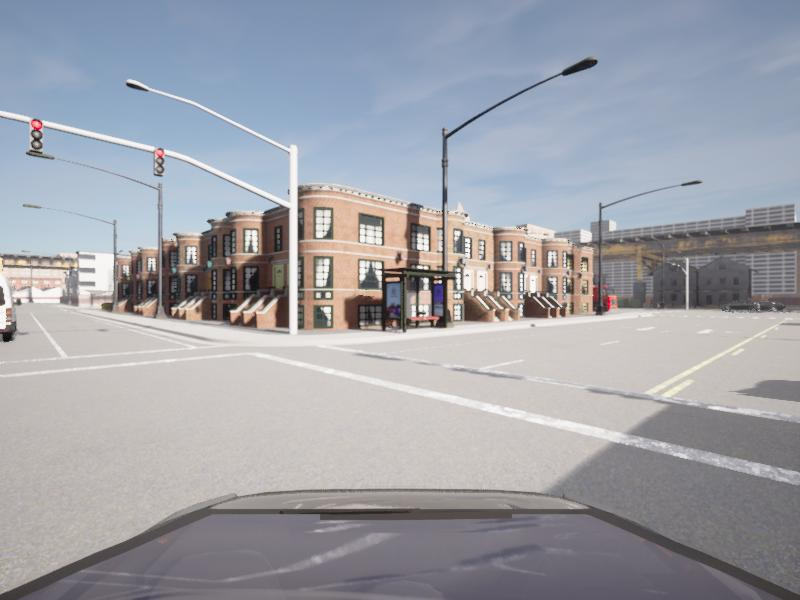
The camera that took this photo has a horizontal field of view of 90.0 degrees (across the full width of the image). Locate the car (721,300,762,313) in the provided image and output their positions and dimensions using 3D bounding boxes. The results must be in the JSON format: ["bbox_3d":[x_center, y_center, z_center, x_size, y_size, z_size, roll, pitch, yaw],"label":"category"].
[{"bbox_3d":[42.552,0.799,49.881,1.789,1.549,3.705,0,-1,-43],"label":"car"}]

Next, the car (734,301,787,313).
[{"bbox_3d":[46.090,0.834,51.226,1.837,1.490,4.892,0,0,-43],"label":"car"}]

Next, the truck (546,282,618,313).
[{"bbox_3d":[24.326,-0.335,53.898,2.891,3.827,8.468,0,0,-43],"label":"truck"}]

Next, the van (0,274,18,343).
[{"bbox_3d":[-17.157,0.314,16.430,1.988,2.561,5.915,0,0,-43],"label":"van"}]
